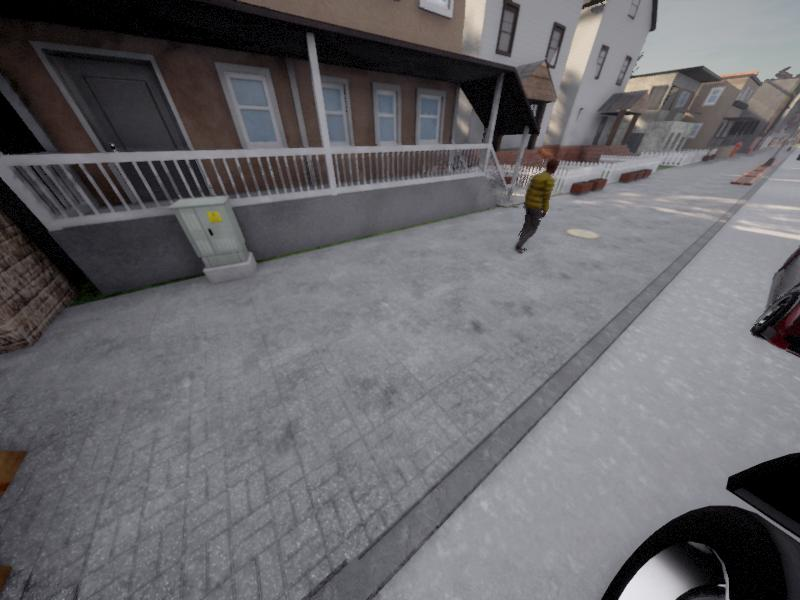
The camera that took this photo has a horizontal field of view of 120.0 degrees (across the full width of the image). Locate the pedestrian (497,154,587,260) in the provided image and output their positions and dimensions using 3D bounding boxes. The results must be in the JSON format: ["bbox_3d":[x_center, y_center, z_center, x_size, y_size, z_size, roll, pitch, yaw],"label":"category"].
[{"bbox_3d":[2.754,-1.868,4.726,0.751,1.860,0.751,-8,36,-11],"label":"pedestrian"}]

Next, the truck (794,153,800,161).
[{"bbox_3d":[48.249,-17.815,25.637,8.468,3.827,2.891,-22,40,-28],"label":"truck"}]

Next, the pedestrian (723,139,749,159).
[{"bbox_3d":[37.601,-16.892,25.872,0.751,1.860,0.751,-16,38,-21],"label":"pedestrian"}]

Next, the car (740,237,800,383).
[{"bbox_3d":[6.532,-0.061,2.783,4.181,1.385,1.994,-22,41,-28],"label":"car"}]
